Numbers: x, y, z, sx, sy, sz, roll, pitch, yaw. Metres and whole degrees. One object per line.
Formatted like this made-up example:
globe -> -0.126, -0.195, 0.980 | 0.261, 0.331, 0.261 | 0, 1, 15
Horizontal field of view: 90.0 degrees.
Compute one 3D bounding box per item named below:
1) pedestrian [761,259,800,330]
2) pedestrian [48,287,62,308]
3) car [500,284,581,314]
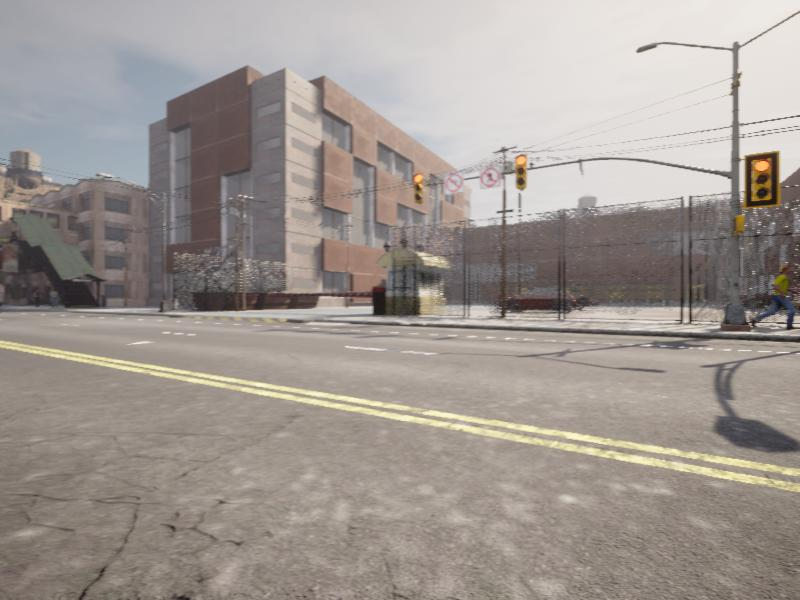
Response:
pedestrian -> 10.485, -0.141, 10.958 | 0.751, 1.860, 0.751 | 0, 0, 32
pedestrian -> -30.538, -0.198, 35.390 | 0.751, 1.860, 0.751 | 0, 0, 31
car -> 9.043, -0.061, 25.797 | 4.553, 1.767, 2.185 | 0, 0, 31
